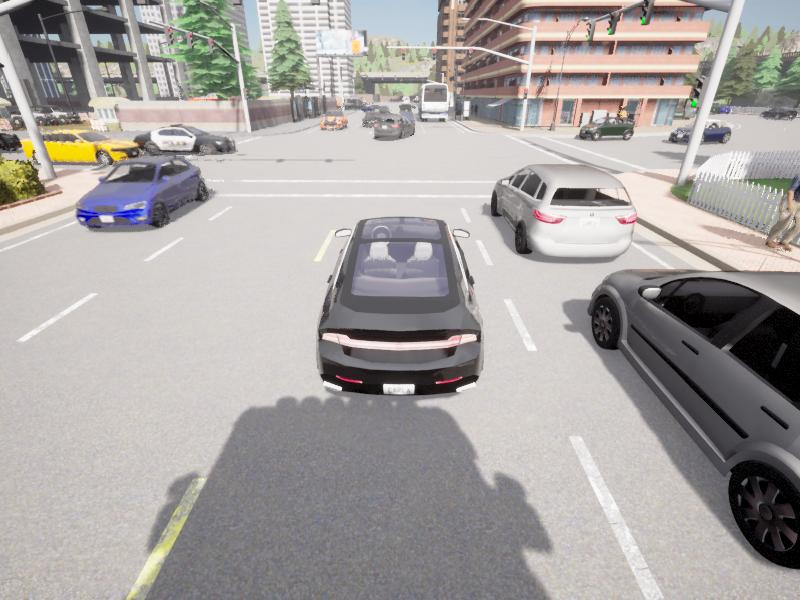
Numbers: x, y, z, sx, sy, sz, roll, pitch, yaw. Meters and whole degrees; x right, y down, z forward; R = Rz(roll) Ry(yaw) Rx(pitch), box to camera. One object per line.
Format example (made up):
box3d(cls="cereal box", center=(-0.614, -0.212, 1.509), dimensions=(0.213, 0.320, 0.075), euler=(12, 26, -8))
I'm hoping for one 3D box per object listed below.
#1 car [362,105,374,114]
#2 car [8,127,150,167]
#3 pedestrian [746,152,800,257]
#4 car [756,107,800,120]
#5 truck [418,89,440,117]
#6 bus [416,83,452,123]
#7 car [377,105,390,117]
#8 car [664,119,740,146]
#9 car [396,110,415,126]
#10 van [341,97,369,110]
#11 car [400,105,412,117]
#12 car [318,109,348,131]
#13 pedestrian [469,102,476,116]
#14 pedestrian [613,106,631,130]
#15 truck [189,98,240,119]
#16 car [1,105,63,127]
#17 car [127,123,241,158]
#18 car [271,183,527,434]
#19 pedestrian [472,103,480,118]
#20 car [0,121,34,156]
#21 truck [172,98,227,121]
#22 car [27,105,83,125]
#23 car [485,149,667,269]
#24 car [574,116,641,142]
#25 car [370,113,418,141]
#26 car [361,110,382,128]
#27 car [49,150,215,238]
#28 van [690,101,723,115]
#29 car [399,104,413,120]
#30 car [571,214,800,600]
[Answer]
box3d(cls="car", center=(-5.904, -35.255, 73.911), dimensions=(1.895, 1.301, 4.718), euler=(0, 27, 1))
box3d(cls="car", center=(-15.136, -7.317, 19.085), dimensions=(5.008, 1.535, 1.882), euler=(2, 27, 3))
box3d(cls="pedestrian", center=(7.771, -1.847, 7.803), dimensions=(0.751, 1.860, 0.751), euler=(1, 27, 1))
box3d(cls="car", center=(50.822, -25.092, 53.756), dimensions=(1.837, 1.490, 4.892), euler=(3, 27, 6))
box3d(cls="truck", center=(4.445, -31.277, 63.389), dimensions=(2.891, 3.827, 8.468), euler=(0, 27, 1))
box3d(cls="bus", center=(4.141, -25.660, 51.985), dimensions=(3.944, 4.253, 10.273), euler=(0, 27, 1))
box3d(cls="car", center=(-2.573, -29.824, 63.109), dimensions=(1.837, 1.490, 4.892), euler=(0, 27, 1))
box3d(cls="car", center=(20.351, -11.371, 27.048), dimensions=(3.806, 1.475, 1.970), euler=(-9, 29, -18))
box3d(cls="car", center=(0.660, -20.793, 45.624), dimensions=(2.033, 1.411, 5.357), euler=(0, 27, 1))
box3d(cls="van", center=(-10.089, -44.378, 90.295), dimensions=(5.915, 2.561, 1.988), euler=(1, 27, 1))
box3d(cls="car", center=(0.930, -29.947, 63.305), dimensions=(1.801, 1.575, 5.366), euler=(0, 27, 1))
box3d(cls="car", center=(-6.453, -17.657, 39.076), dimensions=(2.097, 1.767, 4.553), euler=(0, 27, 1))
box3d(cls="pedestrian", center=(10.698, -28.249, 59.258), dimensions=(0.751, 1.860, 0.751), euler=(2, 27, 4))
box3d(cls="pedestrian", center=(19.894, -16.331, 35.908), dimensions=(0.751, 1.860, 0.751), euler=(-5, 28, -10))
box3d(cls="truck", center=(-25.010, -25.959, 54.171), dimensions=(5.204, 2.467, 2.615), euler=(0, 27, 1))
box3d(cls="car", center=(-36.856, -18.474, 40.154), dimensions=(3.866, 1.878, 1.905), euler=(0, 27, 1))
box3d(cls="car", center=(-11.859, -8.936, 22.293), dimensions=(4.974, 1.542, 2.038), euler=(1, 27, 0))
box3d(cls="car", center=(0.024, -0.454, 5.857), dimensions=(2.128, 1.511, 4.902), euler=(0, 27, 1))
box3d(cls="pedestrian", center=(10.696, -26.685, 56.210), dimensions=(0.751, 1.860, 0.751), euler=(0, 27, -1))
box3d(cls="car", center=(-24.163, -9.039, 22.329), dimensions=(5.238, 1.638, 1.930), euler=(0, 27, 0))
box3d(cls="truck", center=(-25.064, -23.991, 50.336), dimensions=(5.204, 2.467, 2.615), euler=(0, 27, 1))
box3d(cls="car", center=(-36.820, -19.816, 42.771), dimensions=(3.866, 1.878, 1.905), euler=(0, 27, 1))
box3d(cls="car", center=(3.606, -2.398, 9.471), dimensions=(2.242, 1.667, 4.611), euler=(1, 27, 1))
box3d(cls="car", center=(15.049, -12.478, 29.122), dimensions=(3.705, 1.549, 1.789), euler=(-5, 28, -10))
box3d(cls="car", center=(-0.366, -13.523, 31.094), dimensions=(2.242, 1.667, 4.611), euler=(10, 29, 18))
box3d(cls="car", center=(-2.901, -19.095, 42.208), dimensions=(1.837, 1.490, 4.892), euler=(0, 27, 1))
box3d(cls="car", center=(-6.943, -3.099, 11.053), dimensions=(1.816, 1.474, 4.193), euler=(-1, 27, -3))
box3d(cls="van", center=(51.571, -32.391, 67.451), dimensions=(1.775, 1.987, 4.442), euler=(1, 27, 1))
box3d(cls="car", center=(0.819, -26.456, 56.118), dimensions=(1.905, 1.878, 3.866), euler=(0, 27, 1))
box3d(cls="car", center=(3.495, 0.484, 3.924), dimensions=(1.851, 1.617, 3.988), euler=(0, 27, 1))
